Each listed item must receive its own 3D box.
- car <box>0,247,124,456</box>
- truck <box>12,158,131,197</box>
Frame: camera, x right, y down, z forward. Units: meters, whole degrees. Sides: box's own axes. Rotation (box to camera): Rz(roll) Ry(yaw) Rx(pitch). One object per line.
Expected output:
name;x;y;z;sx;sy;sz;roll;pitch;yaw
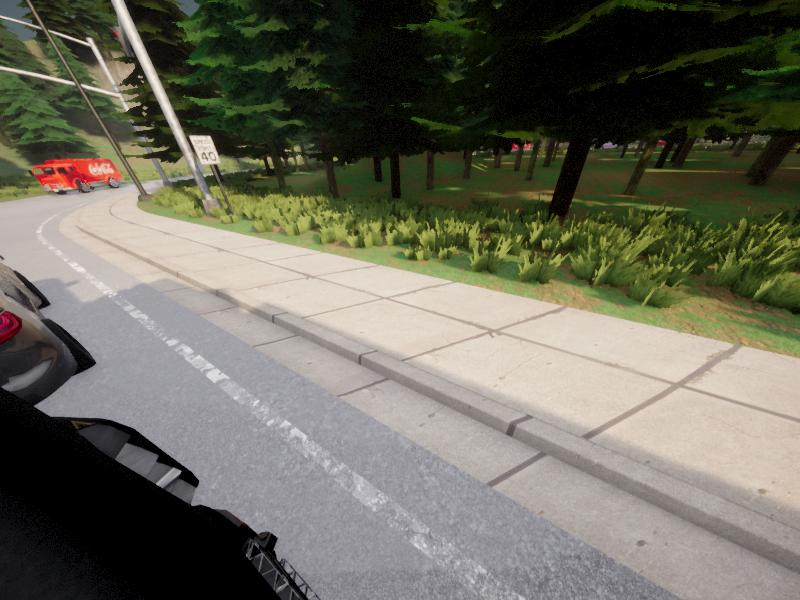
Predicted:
car;-5.791;0.288;2.440;4.611;1.667;2.242;16;38;26
truck;-27.884;-10.827;20.137;2.627;2.467;5.204;-7;34;-6
